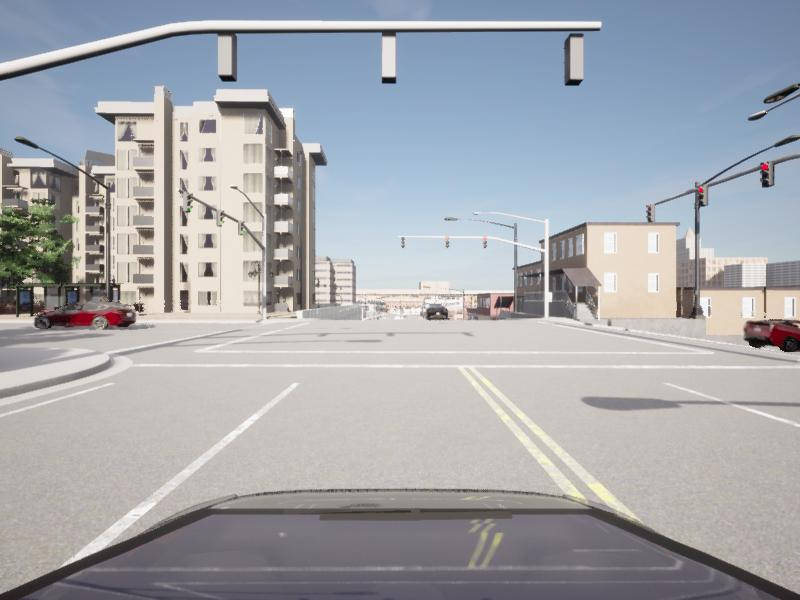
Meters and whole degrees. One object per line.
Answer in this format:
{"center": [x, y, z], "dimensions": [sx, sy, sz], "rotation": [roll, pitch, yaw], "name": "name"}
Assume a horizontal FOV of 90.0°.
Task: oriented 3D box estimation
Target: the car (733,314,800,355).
{"center": [18.054, 1.720, 17.852], "dimensions": [4.514, 1.525, 2.007], "rotation": [8, 0, 1], "name": "car"}

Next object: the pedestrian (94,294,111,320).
{"center": [-21.743, 0.486, 29.283], "dimensions": [0.751, 1.860, 0.751], "rotation": [0, 0, -11], "name": "pedestrian"}

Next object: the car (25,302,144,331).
{"center": [-17.063, 0.850, 21.827], "dimensions": [4.792, 1.488, 2.163], "rotation": [0, 0, 1], "name": "car"}

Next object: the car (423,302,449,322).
{"center": [3.285, 1.179, 37.047], "dimensions": [1.930, 1.638, 5.238], "rotation": [0, -4, 0], "name": "car"}
